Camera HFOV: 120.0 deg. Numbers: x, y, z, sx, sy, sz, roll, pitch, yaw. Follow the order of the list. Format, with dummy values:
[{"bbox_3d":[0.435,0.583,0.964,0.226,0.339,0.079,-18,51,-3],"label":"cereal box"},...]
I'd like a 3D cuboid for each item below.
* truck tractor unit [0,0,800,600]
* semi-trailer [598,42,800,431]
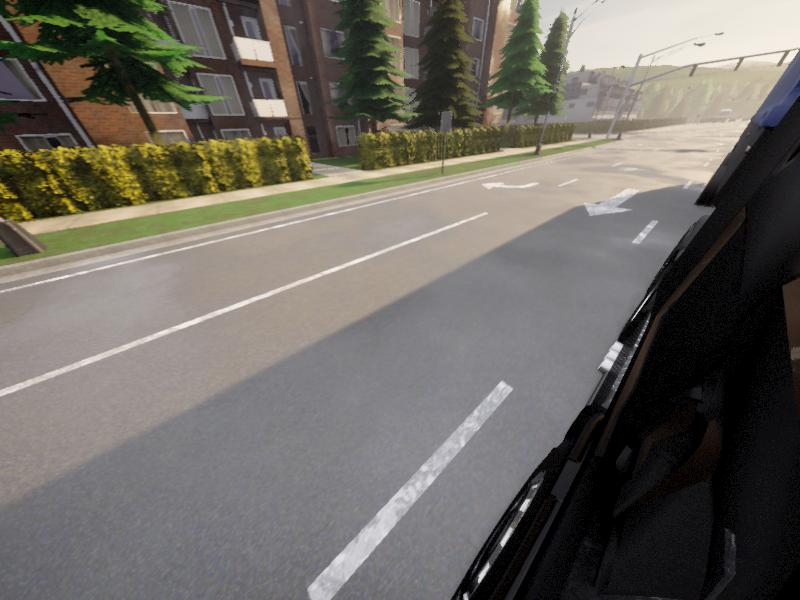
[{"bbox_3d":[2.645,-0.295,0.351,6.516,4.208,3.053,-28,44,-30],"label":"truck tractor unit"},{"bbox_3d":[8.692,-3.582,4.272,14.254,4.402,2.717,-28,44,-30],"label":"semi-trailer"}]
